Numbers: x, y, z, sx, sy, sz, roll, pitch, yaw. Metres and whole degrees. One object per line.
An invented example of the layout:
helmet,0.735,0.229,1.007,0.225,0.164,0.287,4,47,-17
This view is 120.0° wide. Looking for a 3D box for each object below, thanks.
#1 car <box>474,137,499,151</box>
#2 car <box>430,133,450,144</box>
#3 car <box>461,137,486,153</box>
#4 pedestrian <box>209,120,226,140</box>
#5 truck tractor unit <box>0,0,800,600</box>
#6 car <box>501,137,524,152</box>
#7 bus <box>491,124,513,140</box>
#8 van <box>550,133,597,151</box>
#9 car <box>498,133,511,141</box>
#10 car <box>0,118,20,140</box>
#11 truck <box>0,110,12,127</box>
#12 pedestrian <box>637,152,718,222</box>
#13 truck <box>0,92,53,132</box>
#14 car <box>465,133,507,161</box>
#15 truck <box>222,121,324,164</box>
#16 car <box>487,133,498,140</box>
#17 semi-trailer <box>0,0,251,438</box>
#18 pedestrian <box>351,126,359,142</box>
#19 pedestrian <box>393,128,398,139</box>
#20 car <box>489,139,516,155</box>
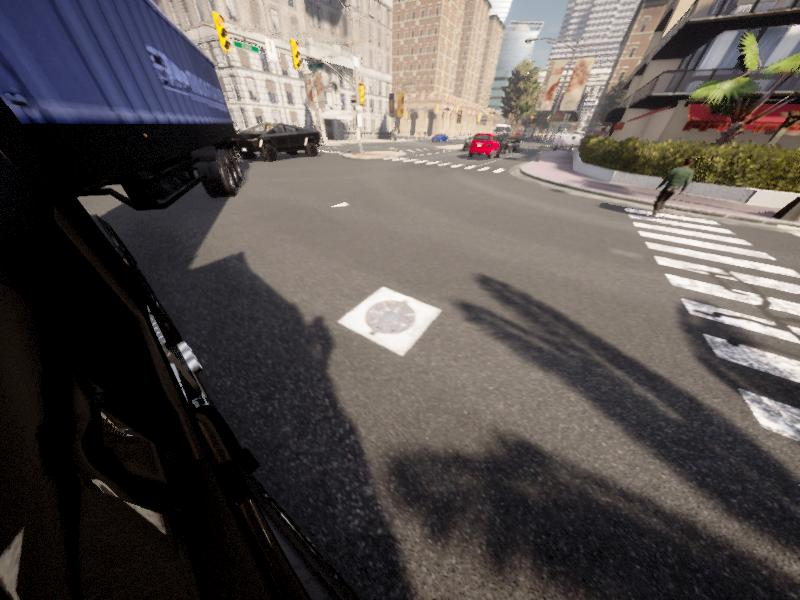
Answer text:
car,12.818,-23.107,34.073,2.007,1.525,4.514,22,41,24
car,7.852,-31.488,44.973,1.882,1.535,5.008,22,41,24
car,9.545,-20.074,29.793,1.789,1.549,3.705,22,41,24
pedestrian,-22.020,-20.521,27.916,0.751,1.860,0.751,17,39,18
truck tractor unit,-2.645,-0.295,0.351,6.516,4.208,3.053,28,44,30
car,16.201,-22.324,33.164,1.851,1.617,3.988,22,41,24
bus,35.388,-57.994,79.836,3.944,4.253,10.273,22,41,24
van,31.777,-29.119,42.518,6.366,2.431,2.351,22,41,24
car,32.684,-50.811,71.917,2.150,2.045,5.566,22,41,24
car,-37.211,-15.641,20.990,5.366,1.575,1.801,22,41,24
truck,-63.561,-27.925,33.942,2.891,3.827,8.468,-20,42,-27
pedestrian,8.755,-3.613,7.426,0.751,1.860,0.751,23,41,25
truck,-51.368,-25.491,31.428,8.468,3.827,2.891,27,43,29
car,8.775,-15.574,23.316,2.150,2.045,5.566,22,41,24
truck,-8.658,-11.518,16.781,2.390,2.098,6.274,16,39,17
car,29.303,-51.559,72.853,1.905,1.878,3.866,22,41,24
semi-trailer,-6.490,-4.523,5.599,2.717,4.402,14.254,-13,40,-19
pedestrian,-6.828,-25.368,35.327,0.751,1.860,0.751,21,40,23
pedestrian,-0.915,-34.748,48.235,0.751,1.860,0.751,-20,42,-28
car,12.844,-19.164,28.826,1.837,1.490,4.892,22,41,24
